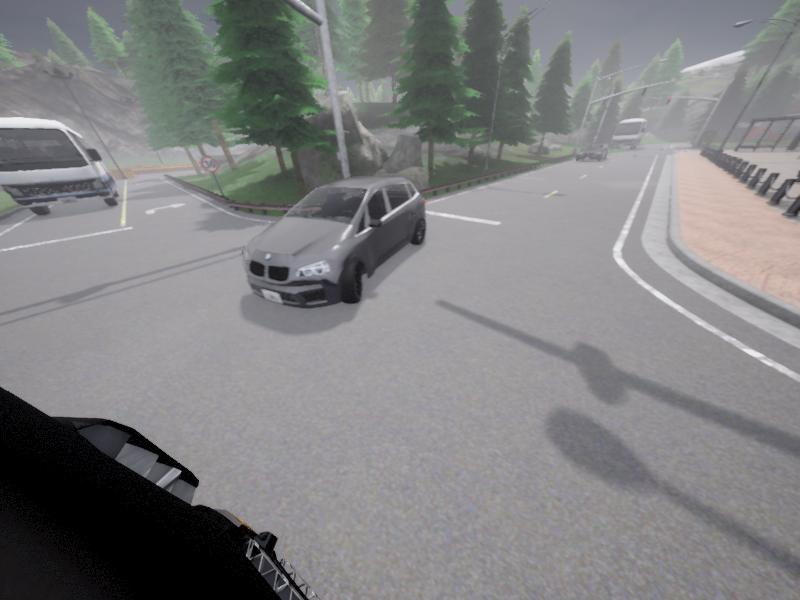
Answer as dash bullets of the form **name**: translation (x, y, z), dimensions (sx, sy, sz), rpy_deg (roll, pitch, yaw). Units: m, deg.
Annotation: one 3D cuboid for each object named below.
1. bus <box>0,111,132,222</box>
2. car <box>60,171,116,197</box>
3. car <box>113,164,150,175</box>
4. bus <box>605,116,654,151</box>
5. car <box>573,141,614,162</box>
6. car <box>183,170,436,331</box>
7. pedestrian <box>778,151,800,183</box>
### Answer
- **bus**: translation (-20.671, -8.212, 14.176), dimensions (10.273, 4.253, 3.944), rpy_deg (27, 44, 37)
- **car**: translation (-27.124, -10.285, 20.301), dimensions (4.902, 1.511, 2.128), rpy_deg (27, 44, 37)
- **car**: translation (-56.345, -27.415, 48.514), dimensions (1.837, 1.490, 4.892), rpy_deg (26, 43, 36)
- **bus**: translation (39.517, -28.437, 39.735), dimensions (3.944, 4.253, 10.273), rpy_deg (26, 43, 36)
- **car**: translation (20.562, -15.770, 24.546), dimensions (2.242, 1.667, 4.611), rpy_deg (26, 43, 36)
- **car**: translation (-1.059, -1.654, 5.045), dimensions (2.242, 1.667, 4.611), rpy_deg (13, 37, 22)
- **pedestrian**: translation (16.781, -5.793, 9.320), dimensions (0.751, 1.860, 0.751), rpy_deg (25, 43, 36)
